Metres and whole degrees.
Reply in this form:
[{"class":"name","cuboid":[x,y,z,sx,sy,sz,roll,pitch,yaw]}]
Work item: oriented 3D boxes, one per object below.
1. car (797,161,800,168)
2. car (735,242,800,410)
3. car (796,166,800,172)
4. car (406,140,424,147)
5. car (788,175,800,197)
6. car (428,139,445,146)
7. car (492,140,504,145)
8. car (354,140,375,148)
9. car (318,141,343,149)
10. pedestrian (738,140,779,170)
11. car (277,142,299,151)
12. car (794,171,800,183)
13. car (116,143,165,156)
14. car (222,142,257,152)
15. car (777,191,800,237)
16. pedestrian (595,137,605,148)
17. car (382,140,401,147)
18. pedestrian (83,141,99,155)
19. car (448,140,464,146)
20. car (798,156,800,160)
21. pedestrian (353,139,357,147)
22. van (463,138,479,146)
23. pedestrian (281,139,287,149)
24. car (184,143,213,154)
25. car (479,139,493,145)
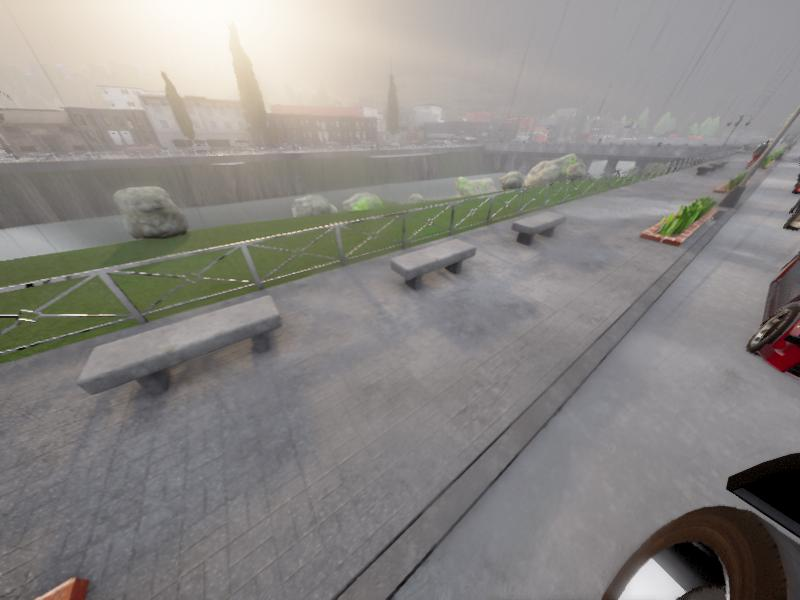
[{"class":"car","cuboid":[36.352,-12.299,19.739,5.008,1.535,1.882,-22,41,-28]},{"class":"car","cuboid":[6.075,0.123,2.531,4.181,1.385,1.994,-22,41,-28]},{"class":"car","cuboid":[31.128,-10.167,16.763,3.633,1.501,1.845,-22,41,-28]},{"class":"car","cuboid":[4.434,-45.498,67.087,5.008,1.535,1.882,-22,41,-28]},{"class":"car","cuboid":[20.056,-5.653,10.449,4.514,1.525,2.007,-22,41,-28]},{"class":"car","cuboid":[11.208,-48.304,70.924,5.238,1.638,1.930,-22,41,-28]},{"class":"car","cuboid":[33.933,-54.655,79.971,3.806,1.475,1.970,-22,41,-28]},{"class":"car","cuboid":[-9.023,-40.055,59.376,4.856,1.649,2.033,-22,41,-28]},{"class":"car","cuboid":[-16.531,-36.988,55.090,5.238,1.638,1.930,-22,41,-28]},{"class":"pedestrian","cuboid":[26.720,-10.843,17.247,0.751,1.860,0.751,-17,39,-23]},{"class":"car","cuboid":[-24.474,-33.682,50.605,3.806,1.475,1.970,-22,41,-28]},{"class":"car","cuboid":[25.202,-7.729,13.399,4.193,1.474,1.816,-22,41,-28]},{"class":"car","cuboid":[-44.025,-25.767,39.405,5.027,1.651,2.152,-22,41,-28]},{"class":"car","cuboid":[-32.049,-30.661,46.237,5.238,1.638,1.930,-22,41,-28]},{"class":"car","cuboid":[12.963,-2.762,6.404,4.514,1.525,2.007,-22,41,-28]},{"class":"pedestrian","cuboid":[42.433,-33.475,48.991,0.751,1.860,0.751,-2,35,-2]},{"class":"car","cuboid":[-2.356,-42.751,63.197,4.974,1.542,2.038,-22,41,-28]},{"class":"pedestrian","cuboid":[-50.439,-24.876,37.763,0.751,1.860,0.751,-29,44,-34]},{"class":"car","cuboid":[18.174,-51.089,74.939,4.892,1.490,1.837,-22,41,-28]},{"class":"car","cuboid":[47.109,-16.616,25.922,4.181,1.385,1.994,-22,41,-28]},{"class":"pedestrian","cuboid":[-12.369,-43.564,63.997,0.751,1.860,0.751,-10,36,-13]},{"class":"van","cuboid":[22.567,-50.283,73.300,4.480,2.038,2.069,-22,41,-28]},{"class":"pedestrian","cuboid":[-27.783,-37.301,55.235,0.751,1.860,0.751,-17,38,-22]},{"class":"car","cuboid":[-37.555,-28.346,43.139,3.806,1.475,1.970,-22,41,-28]},{"class":"car","cuboid":[30.484,-56.110,81.964,4.892,1.490,1.837,-22,41,-28]}]
